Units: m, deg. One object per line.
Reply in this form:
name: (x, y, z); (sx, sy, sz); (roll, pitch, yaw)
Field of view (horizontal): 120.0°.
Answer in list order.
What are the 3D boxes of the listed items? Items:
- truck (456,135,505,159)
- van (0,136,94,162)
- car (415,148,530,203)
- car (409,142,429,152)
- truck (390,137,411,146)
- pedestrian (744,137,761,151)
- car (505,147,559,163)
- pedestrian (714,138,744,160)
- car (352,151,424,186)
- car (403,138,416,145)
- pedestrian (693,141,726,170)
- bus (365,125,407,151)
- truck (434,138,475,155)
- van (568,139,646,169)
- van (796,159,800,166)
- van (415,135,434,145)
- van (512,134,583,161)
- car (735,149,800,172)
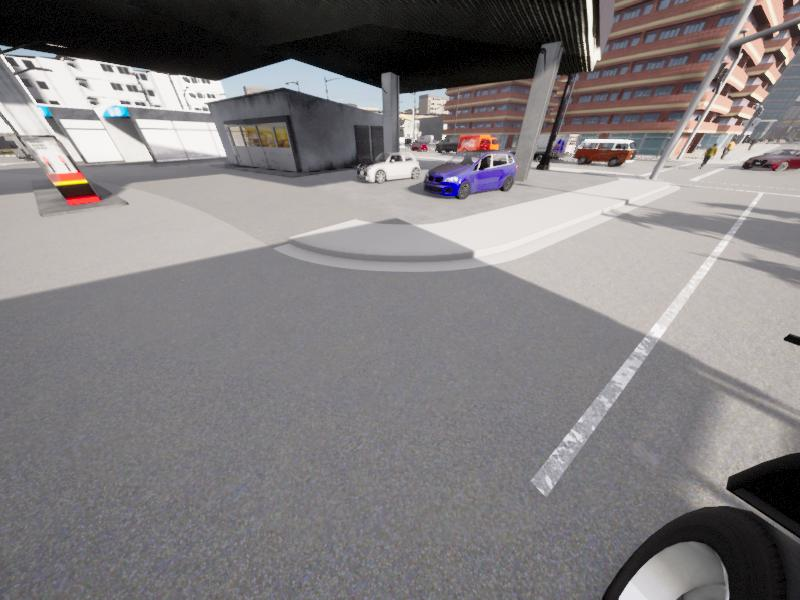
truck: (10.383, -20.248, 30.445); (2.627, 2.467, 5.204); (-23, 41, -28)
van: (-45.288, -19.685, 29.971); (1.988, 2.561, 5.915); (9, 36, 13)
car: (3.241, -5.775, 10.436); (4.611, 1.667, 2.242); (-22, 41, -28)
car: (3.487, -28.761, 43.393); (1.845, 1.501, 3.633); (-23, 41, -29)
truck: (0.189, -50.581, 73.635); (6.274, 2.098, 2.390); (-23, 41, -27)
pedestrian: (57.876, -25.585, 37.914); (0.751, 1.860, 0.751); (-24, 41, -29)
car: (14.671, -16.376, 25.937); (1.895, 1.301, 4.718); (-23, 41, -29)
pedestrian: (34.181, -15.703, 24.049); (0.751, 1.860, 0.751); (5, 36, 8)
car: (-0.678, -8.089, 14.028); (3.806, 1.475, 1.970); (-22, 41, -28)
car: (3.233, -54.243, 78.855); (3.866, 1.878, 1.905); (-23, 41, -27)
pedestrian: (24.725, -11.551, 18.485); (0.751, 1.860, 0.751); (-26, 43, -32)
bus: (-3.264, -35.091, 50.070); (3.944, 4.253, 10.273); (-23, 41, -29)
truck: (8.692, -24.864, 37.331); (2.390, 2.098, 6.274); (-23, 41, -28)
van: (18.696, -13.449, 21.107); (2.069, 2.038, 4.480); (-23, 41, -29)
van: (38.057, -13.151, 20.550); (4.480, 2.038, 2.069); (-22, 41, -28)
van: (8.178, -54.067, 77.971); (6.366, 2.431, 2.351); (-23, 41, -27)
van: (17.227, -18.246, 27.591); (2.351, 2.431, 6.366); (-23, 41, -28)
car: (29.775, -10.916, 18.018); (4.181, 1.385, 1.994); (-4, 35, -6)
